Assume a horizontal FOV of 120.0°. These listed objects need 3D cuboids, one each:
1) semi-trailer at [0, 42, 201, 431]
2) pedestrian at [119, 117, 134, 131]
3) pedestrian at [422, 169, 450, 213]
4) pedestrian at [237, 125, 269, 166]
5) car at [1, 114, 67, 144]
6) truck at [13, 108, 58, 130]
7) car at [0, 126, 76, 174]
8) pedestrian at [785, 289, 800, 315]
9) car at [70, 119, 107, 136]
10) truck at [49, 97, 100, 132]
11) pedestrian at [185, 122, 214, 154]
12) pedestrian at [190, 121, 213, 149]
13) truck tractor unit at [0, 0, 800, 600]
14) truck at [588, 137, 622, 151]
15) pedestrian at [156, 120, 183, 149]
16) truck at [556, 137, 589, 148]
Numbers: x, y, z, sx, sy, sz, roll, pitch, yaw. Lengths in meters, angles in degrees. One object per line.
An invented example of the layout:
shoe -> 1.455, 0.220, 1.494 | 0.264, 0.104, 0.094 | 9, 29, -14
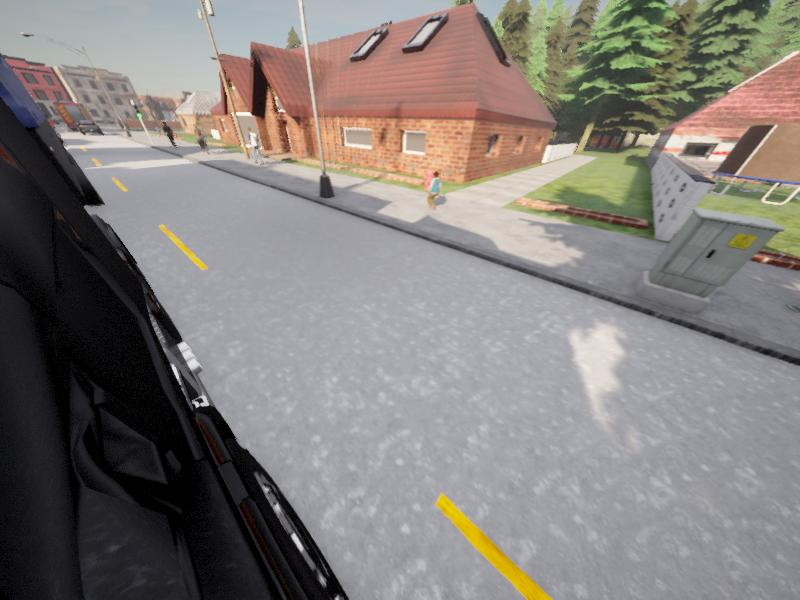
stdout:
semi-trailer -> -8.699, -3.592, 4.244 | 14.254, 4.402, 2.717 | 28, 44, 30
pedestrian -> -45.265, -29.175, 38.256 | 0.751, 1.860, 0.751 | 23, 41, 25
pedestrian -> 1.077, -3.310, 7.043 | 0.500, 1.100, 0.500 | -15, 40, -23
pedestrian -> -8.277, -8.728, 13.100 | 0.751, 1.860, 0.751 | 23, 41, 25
car -> -30.780, -14.350, 19.453 | 4.605, 1.855, 1.932 | 22, 40, 25
truck -> -53.923, -26.848, 34.295 | 5.204, 2.467, 2.627 | 28, 43, 30
car -> -17.991, -7.343, 11.142 | 4.902, 1.511, 2.128 | 28, 44, 30
pedestrian -> 6.417, -0.226, 3.233 | 0.500, 1.100, 0.500 | -28, 46, -34
car -> -40.415, -22.390, 29.956 | 4.902, 1.511, 2.128 | 28, 44, 30
truck -> -50.887, -28.918, 36.130 | 8.468, 3.827, 2.891 | 28, 44, 30
pedestrian -> -14.396, -11.629, 16.615 | 0.751, 1.860, 0.751 | 27, 43, 29
pedestrian -> -17.029, -14.171, 19.865 | 0.751, 1.860, 0.751 | 29, 44, 30
truck tractor unit -> -2.645, -0.295, 0.351 | 6.516, 4.208, 3.053 | 28, 44, 30
truck -> 47.883, -36.610, 54.118 | 5.204, 2.467, 2.627 | 28, 44, 30
pedestrian -> -18.665, -13.383, 18.704 | 0.751, 1.860, 0.751 | 28, 44, 30
truck -> 44.944, -41.144, 60.333 | 6.274, 2.098, 2.390 | 28, 44, 30
